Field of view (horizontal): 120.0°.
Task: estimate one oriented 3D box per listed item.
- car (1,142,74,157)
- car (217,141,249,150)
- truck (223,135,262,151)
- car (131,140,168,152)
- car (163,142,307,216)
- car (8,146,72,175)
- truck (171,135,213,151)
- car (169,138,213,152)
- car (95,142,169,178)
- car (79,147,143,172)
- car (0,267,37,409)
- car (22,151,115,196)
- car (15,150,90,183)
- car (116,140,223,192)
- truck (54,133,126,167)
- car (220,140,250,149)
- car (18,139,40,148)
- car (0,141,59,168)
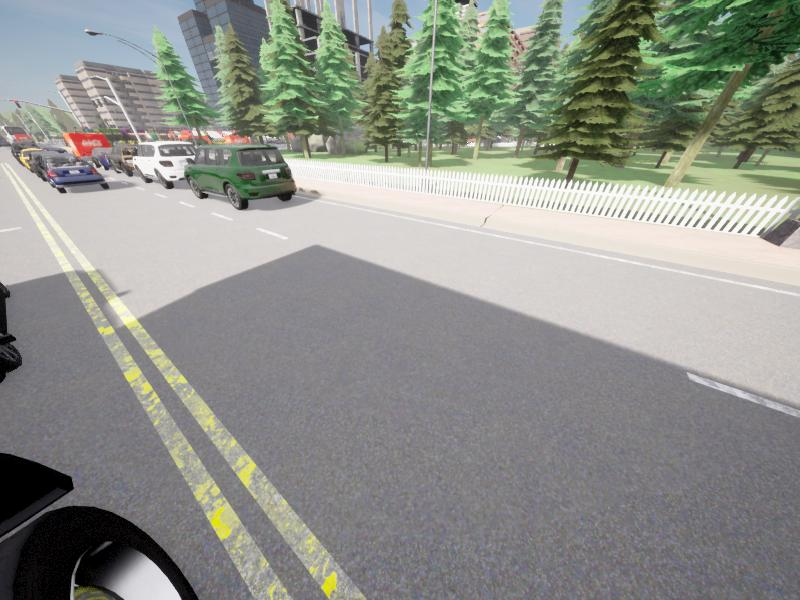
[{"bbox_3d":[-48.754,-20.386,31.244,4.792,1.488,2.163,-11,37,-16],"label":"car"},{"bbox_3d":[-35.241,-32.788,48.909,2.038,1.542,4.974,21,40,26],"label":"car"},{"bbox_3d":[-30.214,-30.280,44.564,2.627,2.467,5.204,21,40,26],"label":"truck"},{"bbox_3d":[-45.124,-27.843,41.750,1.851,1.617,3.988,22,41,28],"label":"car"},{"bbox_3d":[-6.699,-5.161,9.424,5.566,2.045,2.150,21,40,27],"label":"car"},{"bbox_3d":[-27.631,-10.826,17.726,5.366,1.575,1.801,22,40,27],"label":"car"},{"bbox_3d":[-41.374,-31.439,46.143,2.627,2.467,5.204,20,40,26],"label":"truck"},{"bbox_3d":[-39.286,-29.411,43.635,2.150,2.045,5.566,21,40,26],"label":"car"},{"bbox_3d":[-18.721,-9.855,16.152,4.605,1.855,1.932,22,40,27],"label":"car"},{"bbox_3d":[-24.115,-11.831,19.265,4.792,1.488,2.163,22,40,27],"label":"car"},{"bbox_3d":[-6.037,0.220,2.300,3.806,1.475,1.970,22,41,28],"label":"car"},{"bbox_3d":[-16.645,-6.460,11.626,3.705,1.549,1.789,22,40,27],"label":"car"},{"bbox_3d":[-21.865,-8.495,14.549,4.193,1.474,1.816,22,40,27],"label":"car"},{"bbox_3d":[-12.734,-7.550,12.774,5.566,2.045,2.150,22,40,27],"label":"car"},{"bbox_3d":[-29.380,-14.323,21.909,5.204,2.467,2.627,22,40,27],"label":"truck"},{"bbox_3d":[-36.971,-35.012,51.954,2.033,1.649,4.856,21,40,26],"label":"car"},{"bbox_3d":[-87.215,-36.914,54.305,5.238,1.638,1.930,22,40,27],"label":"car"},{"bbox_3d":[-33.448,-13.255,20.876,4.605,1.855,1.932,22,40,27],"label":"car"}]
